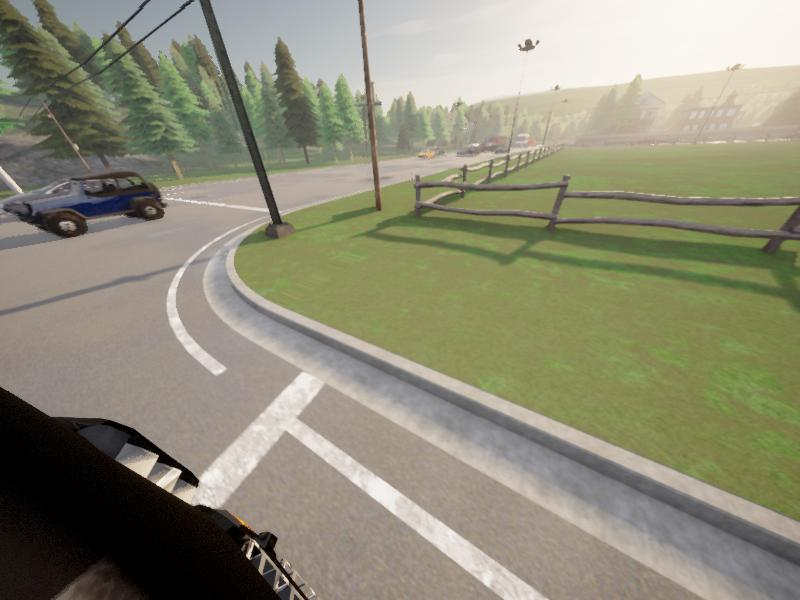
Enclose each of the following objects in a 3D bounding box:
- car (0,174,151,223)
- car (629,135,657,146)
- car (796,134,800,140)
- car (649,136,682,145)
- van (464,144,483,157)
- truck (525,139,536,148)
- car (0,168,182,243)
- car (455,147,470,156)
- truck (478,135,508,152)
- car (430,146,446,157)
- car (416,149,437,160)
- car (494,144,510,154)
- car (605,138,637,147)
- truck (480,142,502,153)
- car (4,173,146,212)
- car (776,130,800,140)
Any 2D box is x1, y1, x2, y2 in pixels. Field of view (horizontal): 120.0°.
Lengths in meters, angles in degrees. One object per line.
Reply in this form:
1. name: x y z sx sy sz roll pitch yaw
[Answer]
1. car: -17.532 -5.681 12.515 2.128 1.511 4.902 14 37 23
2. car: 56.537 -37.098 53.886 3.866 1.878 1.905 16 38 27
3. car: 81.672 -31.837 44.307 5.366 1.575 1.801 16 38 27
4. car: 64.748 -39.027 56.520 4.792 1.488 2.163 16 38 27
5. van: 14.438 -29.451 45.438 2.069 2.038 4.480 17 38 27
6. truck: 49.120 -58.883 86.785 2.627 2.467 5.204 17 38 27
7. car: -11.705 -3.865 8.981 1.905 1.878 3.866 14 37 23
8. car: 13.651 -32.194 50.149 1.816 1.474 4.193 17 38 27
9. truck: 27.026 -45.597 67.207 8.468 3.827 2.891 -23 38 -27
10. car: 9.064 -35.503 55.131 1.932 1.855 4.605 17 38 27
11. car: 5.060 -27.801 44.126 1.882 1.535 5.008 17 38 27
12. car: 22.392 -33.096 50.658 2.242 1.667 4.611 17 38 27
13. car: 55.339 -39.604 57.969 5.238 1.638 1.930 16 38 27
14. truck: 24.718 -41.412 62.637 6.274 2.098 2.390 -28 41 -33
15. car: -20.149 -7.001 14.727 1.837 1.490 4.892 14 36 24
16. car: 82.308 -33.898 47.373 5.008 1.535 1.882 16 38 27
